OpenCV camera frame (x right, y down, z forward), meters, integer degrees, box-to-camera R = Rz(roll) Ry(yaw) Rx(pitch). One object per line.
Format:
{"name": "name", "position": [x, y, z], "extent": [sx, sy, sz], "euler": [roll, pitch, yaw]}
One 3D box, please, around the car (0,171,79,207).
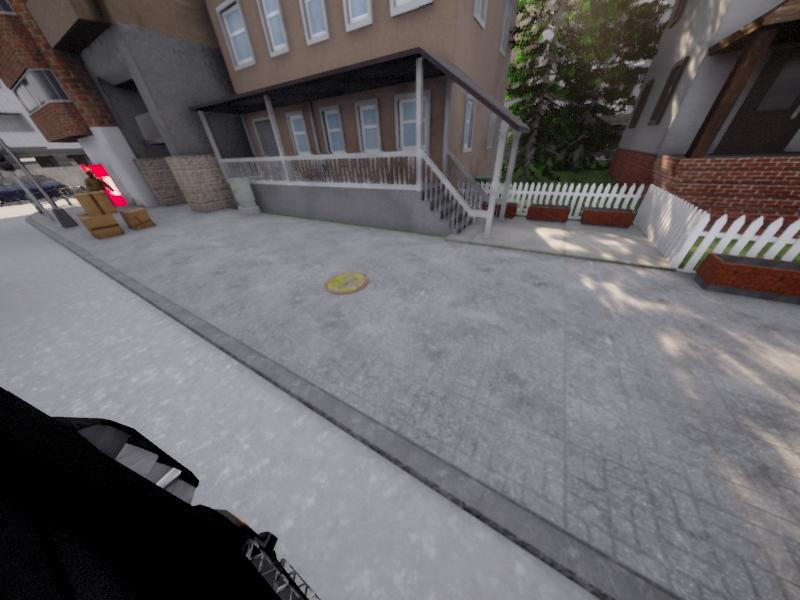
{"name": "car", "position": [-27.104, -7.798, 16.252], "extent": [2.097, 1.767, 4.553], "euler": [9, 35, 17]}

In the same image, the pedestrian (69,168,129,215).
{"name": "pedestrian", "position": [-13.970, -5.061, 10.774], "extent": [0.751, 1.860, 0.751], "euler": [11, 36, 20]}
